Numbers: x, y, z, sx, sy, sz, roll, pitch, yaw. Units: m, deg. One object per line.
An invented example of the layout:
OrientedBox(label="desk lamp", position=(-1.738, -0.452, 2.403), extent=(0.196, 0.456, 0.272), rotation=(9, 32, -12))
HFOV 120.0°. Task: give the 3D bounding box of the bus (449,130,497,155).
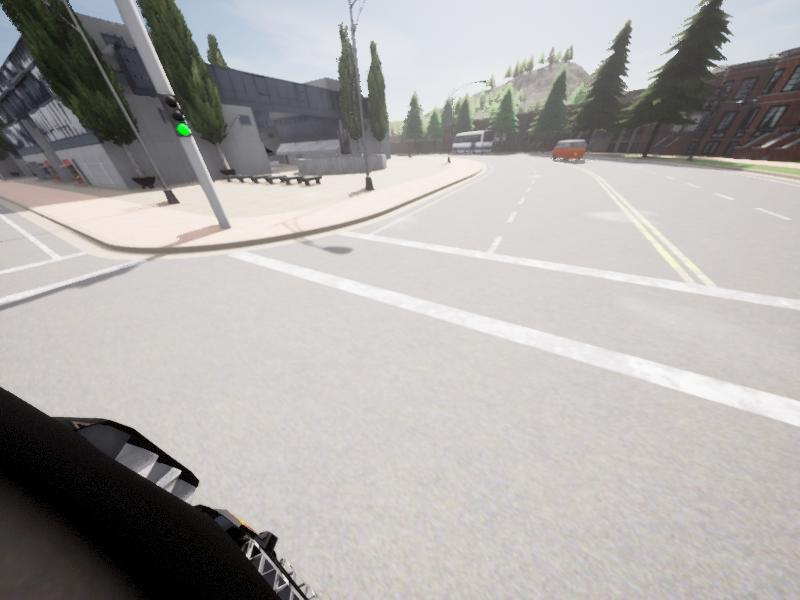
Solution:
OrientedBox(label="bus", position=(16.025, -35.520, 52.373), extent=(3.944, 4.253, 10.273), rotation=(-18, 36, -22))

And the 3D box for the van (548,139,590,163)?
OrientedBox(label="van", position=(18.942, -16.906, 26.184), extent=(1.775, 1.987, 4.442), rotation=(2, 34, 8))
